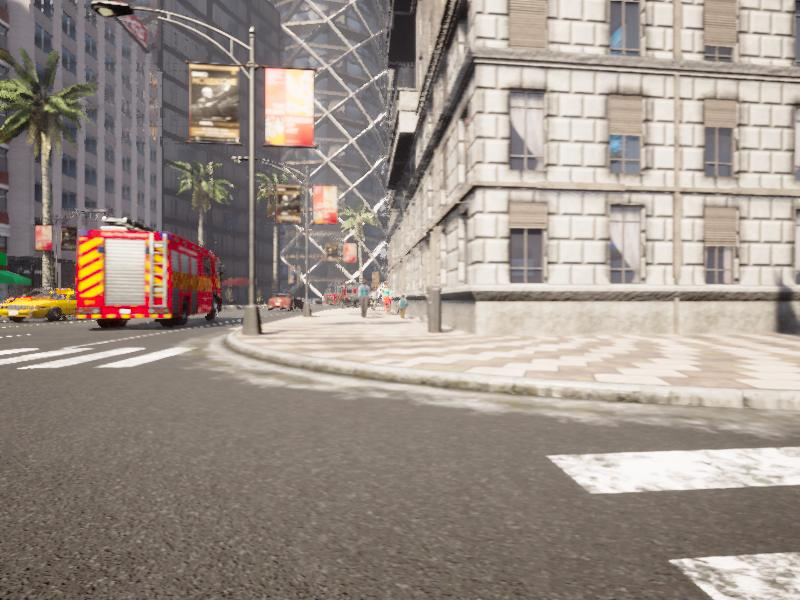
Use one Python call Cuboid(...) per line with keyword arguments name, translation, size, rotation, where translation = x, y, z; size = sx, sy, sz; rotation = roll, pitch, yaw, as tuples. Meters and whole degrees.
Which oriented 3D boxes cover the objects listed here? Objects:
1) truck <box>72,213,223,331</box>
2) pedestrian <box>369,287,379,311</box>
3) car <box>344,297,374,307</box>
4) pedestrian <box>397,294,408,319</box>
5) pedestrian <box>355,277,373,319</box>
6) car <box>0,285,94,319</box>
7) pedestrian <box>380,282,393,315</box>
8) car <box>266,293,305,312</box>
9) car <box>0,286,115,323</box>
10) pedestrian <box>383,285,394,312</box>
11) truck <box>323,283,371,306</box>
Cuboid(name="truck", translation=(-10.137, -0.909, 17.407), size=(2.891, 3.827, 8.468), rotation=(0, 0, -13))
Cuboid(name="pedestrian", translation=(-2.035, -0.086, 30.793), size=(0.751, 1.860, 0.751), rotation=(0, 0, -6))
Cuboid(name="car", translation=(-6.204, 0.299, 60.989), size=(1.837, 1.490, 4.892), rotation=(0, 0, 35))
Cuboid(name="pedestrian", translation=(0.114, 0.283, 18.046), size=(0.500, 1.100, 0.500), rotation=(0, 0, 2))
Cuboid(name="pedestrian", translation=(-1.619, -0.098, 18.112), size=(0.751, 1.860, 0.751), rotation=(0, 0, -10))
Cuboid(name="car", translation=(-20.535, 0.105, 23.373), size=(2.097, 1.767, 4.553), rotation=(0, 0, -5))
Cuboid(name="pedestrian", translation=(-0.785, -0.093, 22.910), size=(0.751, 1.860, 0.751), rotation=(0, 0, -4))
Cuboid(name="car", translation=(-10.701, 0.211, 37.771), size=(2.152, 1.651, 5.027), rotation=(0, 0, 2))
Cuboid(name="car", translation=(-16.708, 0.211, 19.763), size=(1.801, 1.575, 5.366), rotation=(0, 0, -5))
Cuboid(name="pedestrian", translation=(-0.781, -0.088, 27.453), size=(0.751, 1.860, 0.751), rotation=(0, 0, -4))
Cuboid(name="truck", translation=(-9.006, -0.864, 69.089), size=(2.891, 3.827, 8.468), rotation=(0, 0, 40))
